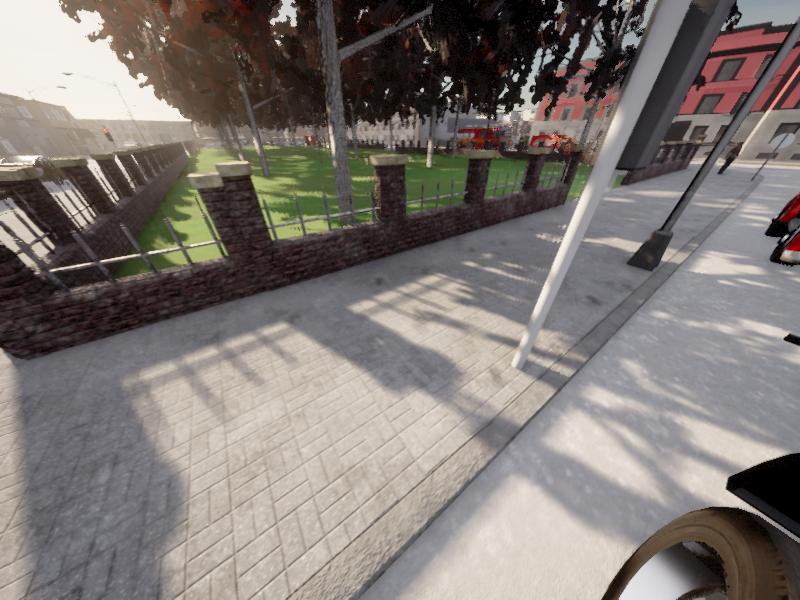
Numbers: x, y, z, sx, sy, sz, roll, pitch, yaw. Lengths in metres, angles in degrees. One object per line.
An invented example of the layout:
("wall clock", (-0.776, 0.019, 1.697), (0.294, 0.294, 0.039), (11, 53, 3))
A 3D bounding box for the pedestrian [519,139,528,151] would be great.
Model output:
("pedestrian", (22.219, -27.908, 41.609), (0.751, 1.860, 0.751), (5, 35, 7))

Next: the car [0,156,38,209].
("car", (-17.446, -4.458, 8.953), (2.033, 1.649, 4.856), (-23, 41, -29))

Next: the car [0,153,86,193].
("car", (-21.321, -7.656, 13.622), (2.128, 1.511, 4.902), (-24, 42, -30))

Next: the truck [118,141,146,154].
("truck", (-56.747, -32.561, 49.089), (2.390, 2.098, 6.274), (-22, 41, -28))

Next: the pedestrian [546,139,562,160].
("pedestrian", (17.180, -16.791, 25.784), (0.751, 1.860, 0.751), (-22, 41, -28))

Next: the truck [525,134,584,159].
("truck", (19.603, -19.767, 29.683), (2.627, 2.467, 5.204), (-23, 41, -28))

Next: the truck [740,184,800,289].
("truck", (9.835, -1.868, 4.302), (5.204, 2.467, 2.627), (-24, 42, -27))

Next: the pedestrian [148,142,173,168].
("pedestrian", (-20.591, -12.469, 19.921), (0.751, 1.860, 0.751), (-22, 41, -28))

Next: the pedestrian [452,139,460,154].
("pedestrian", (8.642, -23.808, 35.802), (0.751, 1.860, 0.751), (-22, 41, -28))

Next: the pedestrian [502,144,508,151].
("pedestrian", (18.740, -27.165, 41.155), (0.500, 1.100, 0.500), (-19, 39, -24))

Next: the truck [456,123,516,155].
("truck", (13.244, -25.549, 36.751), (2.891, 3.827, 8.468), (-22, 41, -28))

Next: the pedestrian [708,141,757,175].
("pedestrian", (21.391, -9.161, 14.925), (0.751, 1.860, 0.751), (4, 35, 6))

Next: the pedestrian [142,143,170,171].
("pedestrian", (-19.091, -11.219, 18.135), (0.751, 1.860, 0.751), (-22, 41, -28))

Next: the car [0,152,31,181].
("car", (-27.989, -8.872, 15.414), (1.837, 1.490, 4.892), (-22, 40, -28))

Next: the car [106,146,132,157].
("car", (-49.540, -26.374, 40.828), (1.812, 1.442, 4.674), (-22, 41, -28))
